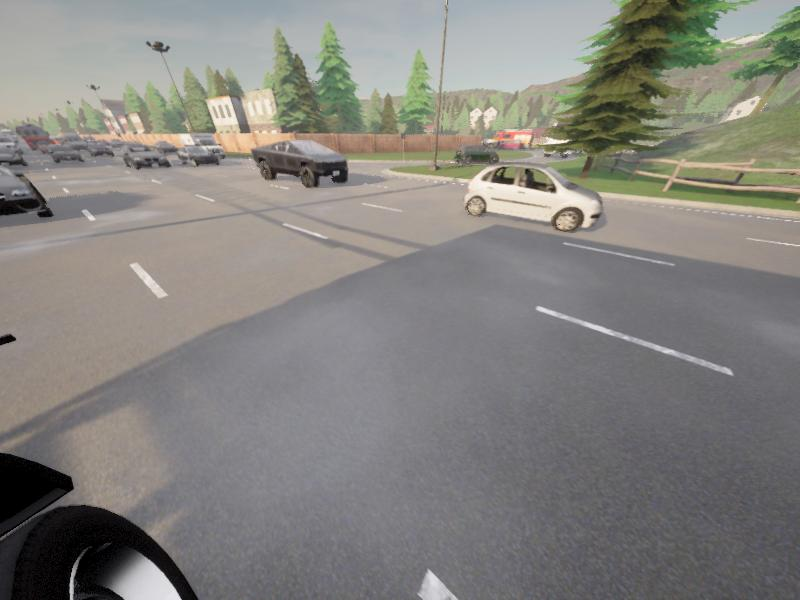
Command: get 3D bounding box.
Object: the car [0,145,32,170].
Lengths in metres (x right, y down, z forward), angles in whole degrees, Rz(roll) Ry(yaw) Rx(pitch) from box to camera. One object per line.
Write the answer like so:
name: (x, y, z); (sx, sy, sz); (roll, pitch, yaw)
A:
car: (-33.543, -12.059, 19.463); (4.792, 1.488, 2.163); (23, 41, 29)

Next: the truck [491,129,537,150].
truck: (26.184, -37.281, 53.691); (8.468, 3.827, 2.891); (23, 41, 29)

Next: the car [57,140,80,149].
car: (-66.322, -31.168, 46.233); (3.633, 1.501, 1.845); (23, 41, 29)

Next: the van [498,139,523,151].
van: (24.668, -34.665, 51.567); (4.442, 1.987, 1.775); (23, 41, 29)

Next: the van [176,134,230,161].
van: (-23.153, -18.012, 27.171); (6.366, 2.431, 2.351); (23, 41, 29)

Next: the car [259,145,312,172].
car: (-9.490, -11.816, 19.203); (3.988, 1.617, 1.851); (23, 41, 29)

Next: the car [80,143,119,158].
car: (-38.610, -19.208, 29.640); (5.357, 1.411, 2.033); (23, 41, 29)

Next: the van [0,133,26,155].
van: (-56.680, -22.375, 33.082); (6.366, 2.431, 2.351); (23, 41, 29)

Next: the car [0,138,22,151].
car: (-70.043, -27.879, 41.269); (4.605, 1.855, 1.932); (23, 41, 29)

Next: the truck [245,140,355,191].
truck: (-5.804, -7.929, 13.293); (6.274, 2.098, 2.390); (23, 41, 29)

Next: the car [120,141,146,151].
car: (-51.335, -29.685, 44.388); (5.357, 1.411, 2.033); (23, 41, 29)

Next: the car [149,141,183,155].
car: (-35.073, -22.805, 34.557); (5.238, 1.638, 1.930); (23, 41, 29)

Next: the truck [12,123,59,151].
truck: (-66.257, -29.559, 41.985); (8.468, 3.827, 2.891); (23, 41, 29)

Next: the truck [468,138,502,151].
truck: (18.856, -34.707, 51.482); (6.274, 2.098, 2.390); (23, 41, 29)

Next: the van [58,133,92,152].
van: (-55.318, -26.861, 39.331); (5.915, 2.561, 1.988); (23, 41, 29)

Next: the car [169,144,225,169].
car: (-18.527, -13.202, 21.066); (5.238, 1.638, 1.930); (23, 41, 29)

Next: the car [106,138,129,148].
car: (-62.017, -34.424, 50.696); (4.553, 1.767, 2.097); (23, 41, 29)

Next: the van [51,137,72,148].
van: (-77.217, -36.014, 52.656); (4.442, 1.987, 1.775); (23, 41, 29)

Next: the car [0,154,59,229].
car: (-13.784, -3.641, 7.556); (5.027, 1.651, 2.152); (23, 41, 29)

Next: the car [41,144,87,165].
car: (-33.048, -14.358, 22.718); (4.892, 1.490, 1.837); (23, 41, 29)

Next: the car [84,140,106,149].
car: (-64.055, -32.631, 48.480); (3.806, 1.475, 1.970); (23, 41, 29)

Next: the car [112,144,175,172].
car: (-21.243, -11.872, 19.132); (4.611, 1.667, 2.242); (23, 41, 29)

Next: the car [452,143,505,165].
car: (8.074, -15.346, 24.193); (4.553, 1.767, 2.097); (-7, 36, -10)

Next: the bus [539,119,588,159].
bus: (23.752, -23.970, 34.418); (3.944, 4.253, 10.273); (17, 38, 20)

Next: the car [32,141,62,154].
car: (-53.413, -23.124, 34.925); (3.633, 1.501, 1.845); (23, 41, 29)

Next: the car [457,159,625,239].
car: (4.197, -3.438, 7.427); (3.988, 1.617, 1.851); (23, 41, 29)

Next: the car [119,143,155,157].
car: (-36.047, -20.615, 31.656); (5.357, 1.411, 2.033); (23, 41, 29)
